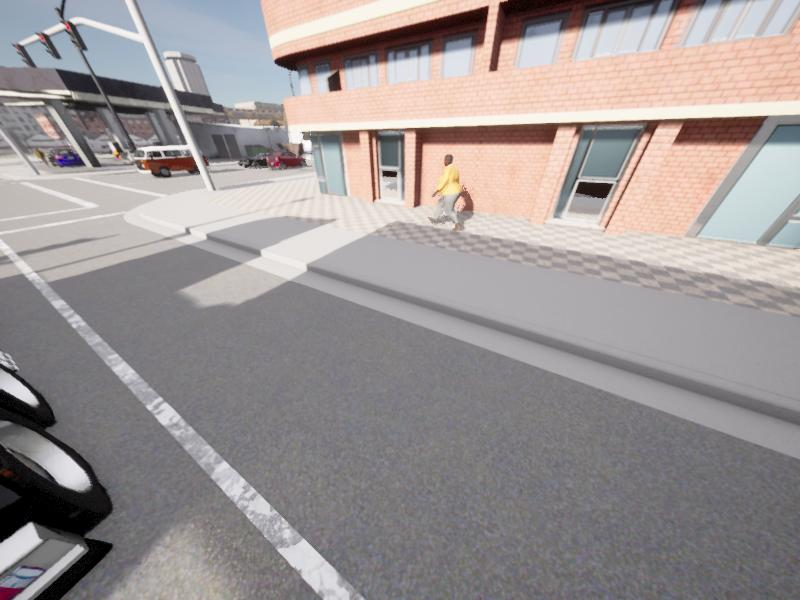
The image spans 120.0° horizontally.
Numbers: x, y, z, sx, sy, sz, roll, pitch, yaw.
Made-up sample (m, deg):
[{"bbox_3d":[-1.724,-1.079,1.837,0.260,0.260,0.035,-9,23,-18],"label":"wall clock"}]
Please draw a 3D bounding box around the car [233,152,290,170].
[{"bbox_3d":[-14.336,-14.616,24.177,1.895,1.301,4.718,17,38,23],"label":"car"}]

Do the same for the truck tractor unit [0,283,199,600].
[{"bbox_3d":[-5.166,-0.248,0.742,6.516,4.208,3.053,16,39,23],"label":"truck tractor unit"}]

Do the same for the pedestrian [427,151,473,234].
[{"bbox_3d":[1.291,-2.848,6.141,0.751,1.860,0.751,21,40,27],"label":"pedestrian"}]

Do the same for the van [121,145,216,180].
[{"bbox_3d":[-18.063,-11.041,18.404,2.069,2.038,4.480,16,38,23],"label":"van"}]

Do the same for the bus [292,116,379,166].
[{"bbox_3d":[-7.133,-19.449,28.471,3.944,4.253,10.273,17,38,24],"label":"bus"}]

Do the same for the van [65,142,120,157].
[{"bbox_3d":[-64.930,-32.064,49.006,2.351,2.431,6.366,18,39,24],"label":"van"}]

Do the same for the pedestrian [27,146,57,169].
[{"bbox_3d":[-36.021,-14.340,23.241,0.751,1.860,0.751,17,39,24],"label":"pedestrian"}]

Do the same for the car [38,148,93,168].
[{"bbox_3d":[-36.598,-15.574,25.299,4.611,1.667,2.242,18,39,24],"label":"car"}]
